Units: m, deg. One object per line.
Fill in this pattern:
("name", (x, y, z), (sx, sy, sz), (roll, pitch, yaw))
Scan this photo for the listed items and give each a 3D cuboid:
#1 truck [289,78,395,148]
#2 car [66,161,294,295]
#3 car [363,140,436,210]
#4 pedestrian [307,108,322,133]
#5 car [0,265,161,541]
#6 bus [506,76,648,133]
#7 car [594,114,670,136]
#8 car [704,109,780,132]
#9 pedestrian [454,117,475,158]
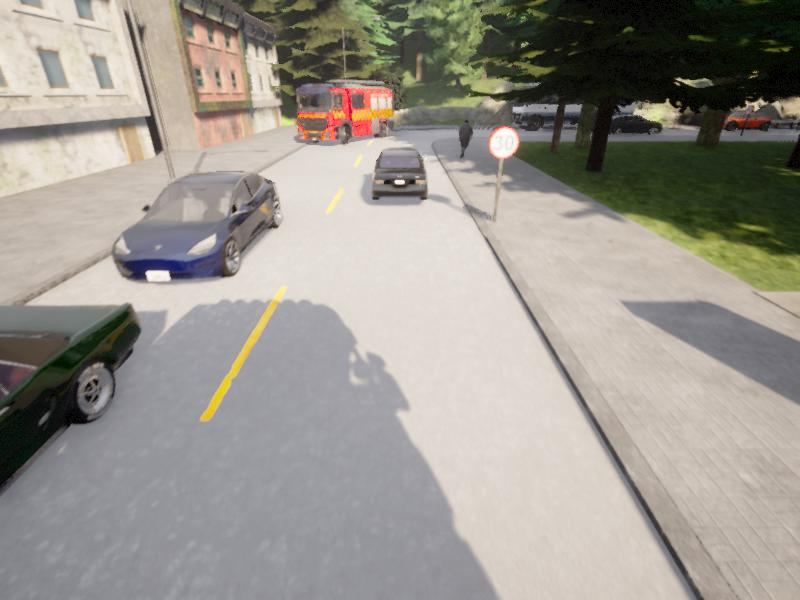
("truck", (-3.590, -13.237, 28.094), (2.891, 3.827, 8.468), (12, 30, 24))
("car", (-4.005, -1.852, 8.571), (2.163, 1.488, 4.792), (0, 27, 0))
("car", (-0.007, -4.511, 13.821), (2.033, 1.411, 5.357), (0, 27, 0))
("pedestrian", (-7.057, -14.812, 33.012), (0.751, 1.860, 0.751), (-22, 34, -36))
("car", (-3.992, 1.264, 2.730), (1.895, 1.301, 4.718), (0, 27, -1))
("bus", (15.234, -17.334, 35.559), (10.273, 4.253, 3.944), (-1, 27, 0))
("car", (18.872, -14.329, 32.748), (4.892, 1.490, 1.837), (0, 27, -1))
("car", (30.930, -16.341, 36.319), (4.553, 1.767, 2.097), (0, 27, 0))
("pedestrian", (3.246, -8.165, 20.120), (0.751, 1.860, 0.751), (9, 29, 17))
